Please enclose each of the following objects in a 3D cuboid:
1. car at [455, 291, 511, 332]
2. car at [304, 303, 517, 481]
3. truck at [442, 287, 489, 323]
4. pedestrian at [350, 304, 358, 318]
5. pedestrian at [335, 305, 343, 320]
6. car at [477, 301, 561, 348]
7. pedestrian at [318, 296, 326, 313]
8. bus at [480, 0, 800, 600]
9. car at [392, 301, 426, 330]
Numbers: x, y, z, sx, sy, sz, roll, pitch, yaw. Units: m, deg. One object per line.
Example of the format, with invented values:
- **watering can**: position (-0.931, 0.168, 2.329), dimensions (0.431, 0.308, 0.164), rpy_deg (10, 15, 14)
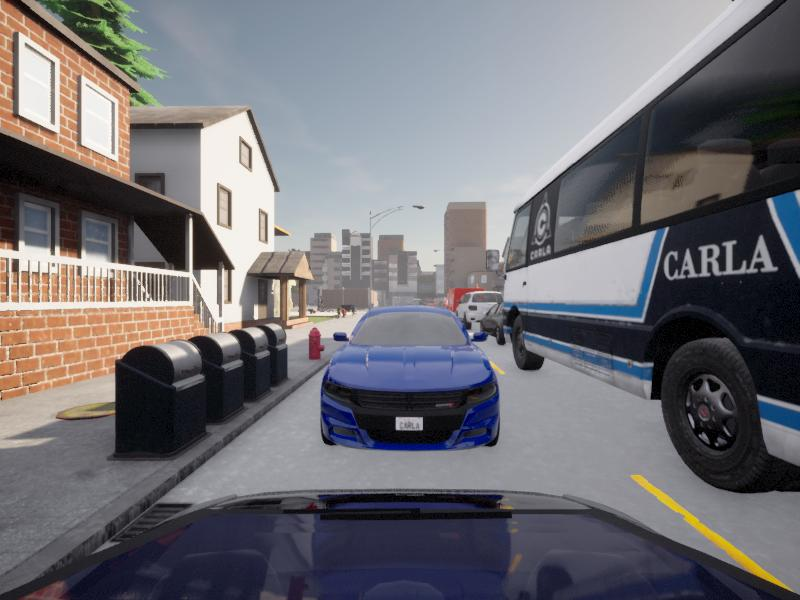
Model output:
- **car**: position (4.537, 0.568, 22.777), dimensions (2.150, 2.045, 5.566), rpy_deg (0, 0, 1)
- **car**: position (0.148, 0.823, 6.037), dimensions (1.882, 1.535, 5.008), rpy_deg (0, 0, 1)
- **truck**: position (4.794, 0.357, 30.240), dimensions (2.627, 2.467, 5.204), rpy_deg (0, 0, 0)
- **pedestrian**: position (-3.872, 0.905, 33.480), dimensions (0.500, 1.100, 0.500), rpy_deg (0, 0, 29)
- **pedestrian**: position (-4.579, 0.913, 30.211), dimensions (0.500, 1.100, 0.500), rpy_deg (0, 0, 2)
- **car**: position (4.358, 0.828, 15.497), dimensions (2.007, 1.525, 4.514), rpy_deg (0, 0, 1)
- **pedestrian**: position (-8.910, 0.525, 45.920), dimensions (0.751, 1.860, 0.751), rpy_deg (0, 0, -24)
- **bus**: position (4.014, -0.534, 5.576), dimensions (3.944, 4.253, 10.273), rpy_deg (0, 0, 1)
- **car**: position (0.539, 0.844, 23.940), dimensions (1.837, 1.490, 4.892), rpy_deg (0, 0, 1)
